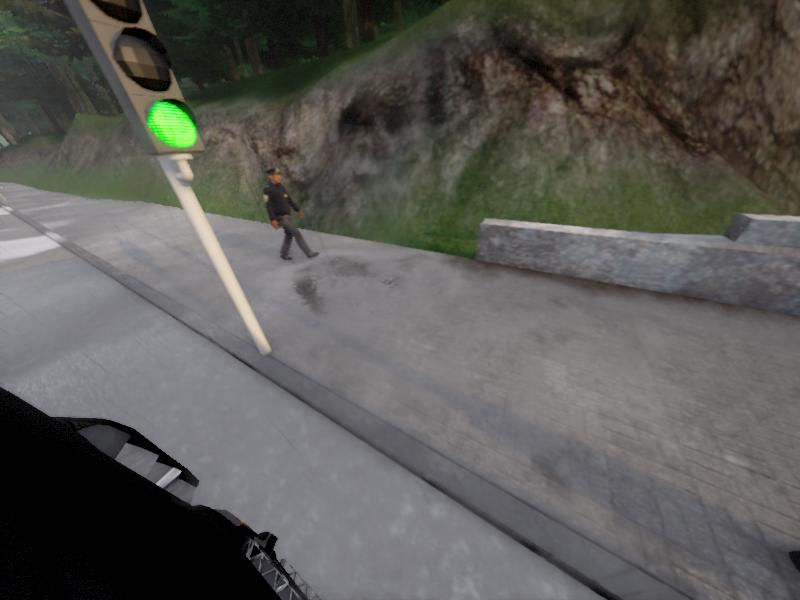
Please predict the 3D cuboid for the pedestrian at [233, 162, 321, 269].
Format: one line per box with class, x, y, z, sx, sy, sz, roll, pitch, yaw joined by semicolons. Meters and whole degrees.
pedestrian;-2.317;-1.642;4.610;0.751;1.860;0.751;5;35;12
